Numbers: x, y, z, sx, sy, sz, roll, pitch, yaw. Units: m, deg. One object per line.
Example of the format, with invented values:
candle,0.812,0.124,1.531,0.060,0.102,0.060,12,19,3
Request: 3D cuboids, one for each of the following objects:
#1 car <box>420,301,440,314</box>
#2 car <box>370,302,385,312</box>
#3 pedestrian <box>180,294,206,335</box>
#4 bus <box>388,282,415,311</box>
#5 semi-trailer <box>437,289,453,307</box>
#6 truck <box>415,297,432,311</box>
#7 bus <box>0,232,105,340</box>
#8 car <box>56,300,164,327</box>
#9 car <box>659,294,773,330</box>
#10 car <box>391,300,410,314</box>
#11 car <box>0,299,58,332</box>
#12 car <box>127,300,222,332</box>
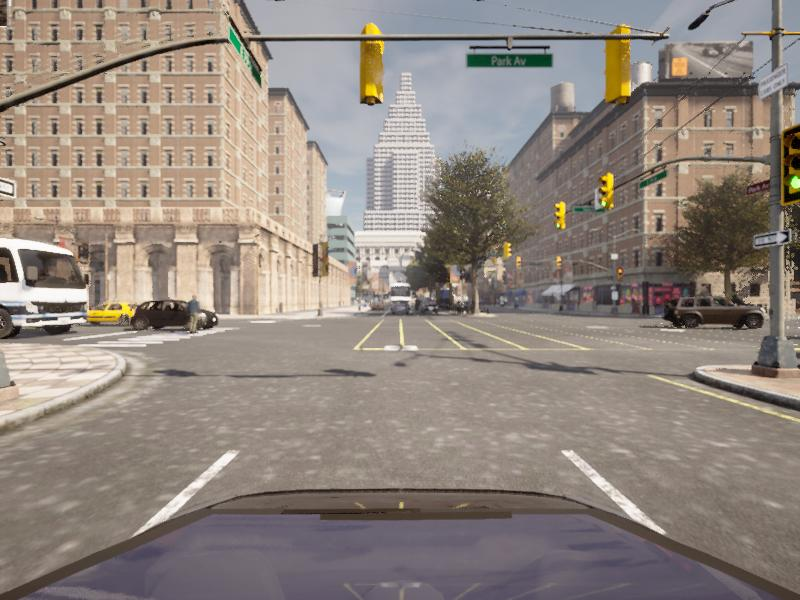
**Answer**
car,3.561,0.854,48.339,2.128,1.511,4.902,0,0,0
car,-3.177,0.960,58.129,1.895,1.301,4.718,0,0,0
pedestrian,-9.549,0.645,18.480,0.751,1.860,0.751,0,0,7
bus,0.212,-0.510,64.685,3.944,4.253,10.273,0,0,0
semi-trailer,11.632,-0.580,105.155,2.717,4.402,14.254,0,0,0
truck,3.577,0.566,61.996,2.390,2.098,6.274,0,0,0
bus,-19.689,-0.524,17.742,10.273,4.253,3.944,0,0,0
car,-17.734,0.810,24.621,5.366,1.575,1.801,0,0,0
car,17.387,0.665,22.303,4.605,1.855,1.932,-1,0,16
car,0.057,0.796,47.179,2.033,1.649,4.856,0,0,0
car,-21.336,0.762,21.118,4.611,1.667,2.242,0,0,0
car,-11.825,0.797,21.152,3.988,1.617,1.851,0,0,0
